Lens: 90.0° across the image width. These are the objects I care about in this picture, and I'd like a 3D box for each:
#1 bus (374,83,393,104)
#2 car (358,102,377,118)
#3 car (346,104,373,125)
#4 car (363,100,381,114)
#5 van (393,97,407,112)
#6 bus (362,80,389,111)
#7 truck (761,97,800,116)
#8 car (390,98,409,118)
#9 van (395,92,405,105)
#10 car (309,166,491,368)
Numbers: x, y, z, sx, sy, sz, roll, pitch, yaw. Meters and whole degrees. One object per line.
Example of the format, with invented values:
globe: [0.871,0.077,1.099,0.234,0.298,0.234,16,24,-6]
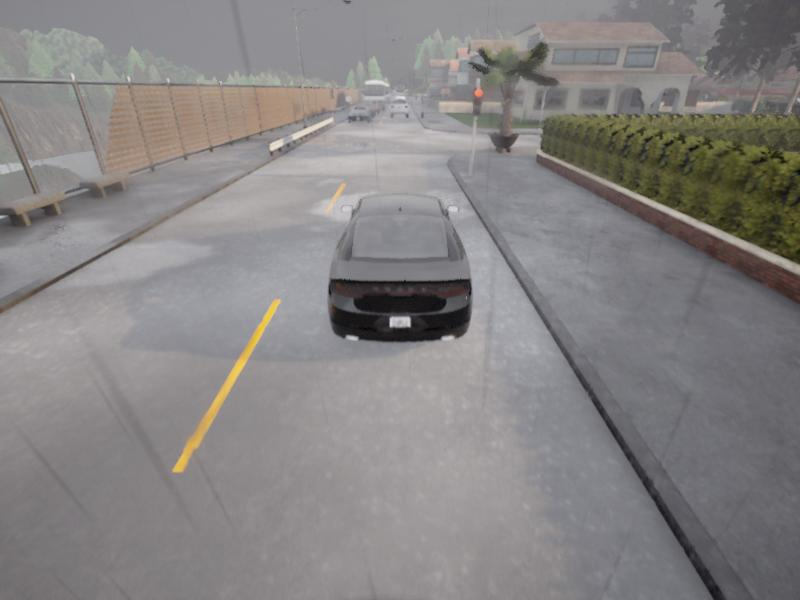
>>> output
bus: [-3.858,-49.916,96.785,3.944,4.253,10.273,0,28,0]
car: [-3.991,-23.695,49.725,2.033,1.649,4.856,0,27,0]
car: [-3.993,-18.805,40.423,2.152,1.651,5.027,0,28,0]
car: [-3.988,-27.591,57.089,2.242,1.667,4.611,0,28,0]
van: [0.012,-30.152,61.583,2.069,2.038,4.480,0,28,0]
bus: [-3.864,-33.861,66.237,3.944,4.253,10.273,0,28,0]
truck: [53.540,-26.532,54.792,2.390,2.098,6.274,0,28,0]
car: [-0.014,-23.554,49.004,2.150,2.045,5.566,1,27,1]
van: [0.021,-46.713,92.663,2.351,2.431,6.366,0,28,0]
car: [0.002,-1.027,6.702,1.882,1.535,5.008,0,28,0]
